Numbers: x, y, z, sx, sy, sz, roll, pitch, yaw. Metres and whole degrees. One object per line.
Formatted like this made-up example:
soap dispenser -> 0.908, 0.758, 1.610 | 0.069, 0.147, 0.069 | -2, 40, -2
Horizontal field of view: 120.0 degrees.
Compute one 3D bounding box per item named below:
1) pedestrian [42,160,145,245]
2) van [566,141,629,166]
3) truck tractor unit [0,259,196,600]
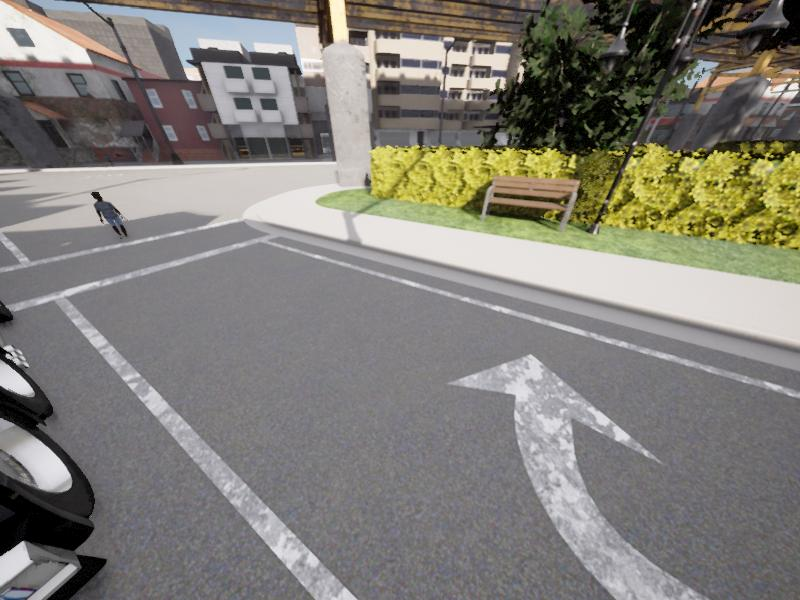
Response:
pedestrian -> -7.781, -2.535, 6.023 | 0.751, 1.860, 0.751 | -24, 41, -30
van -> 19.964, -14.921, 23.481 | 4.480, 2.038, 2.069 | -9, 36, -12
truck tractor unit -> -5.102, -0.309, 0.791 | 6.516, 4.208, 3.053 | 19, 39, 25
